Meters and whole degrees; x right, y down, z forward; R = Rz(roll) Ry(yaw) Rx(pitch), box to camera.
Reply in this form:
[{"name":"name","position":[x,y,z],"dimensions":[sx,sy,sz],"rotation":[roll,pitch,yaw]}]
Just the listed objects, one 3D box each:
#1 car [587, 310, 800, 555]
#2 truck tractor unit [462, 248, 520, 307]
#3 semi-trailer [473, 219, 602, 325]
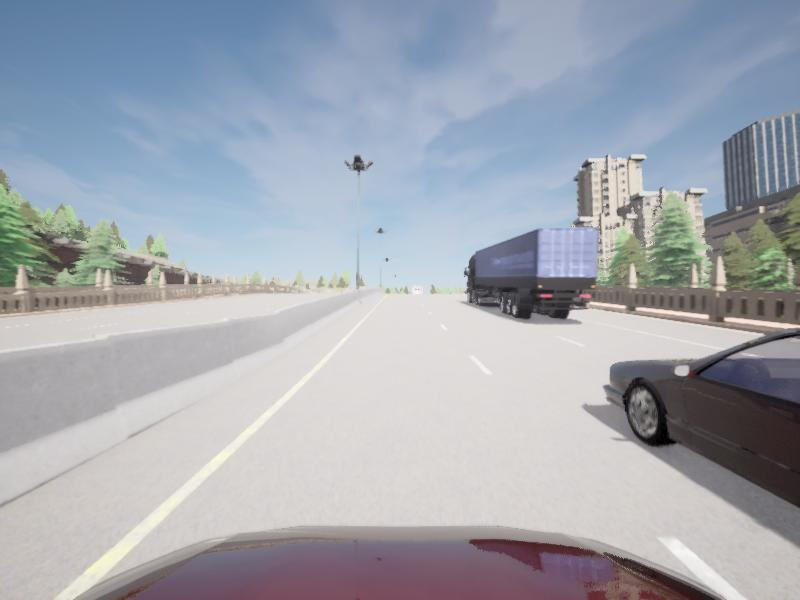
[{"name":"car","position":[3.501,0.876,2.640],"dimensions":[2.033,1.411,5.357],"rotation":[0,1,0]},{"name":"truck tractor unit","position":[7.002,-1.755,31.705],"dimensions":[3.053,4.208,6.516],"rotation":[0,3,0]},{"name":"semi-trailer","position":[7.006,-1.477,23.798],"dimensions":[2.717,4.402,14.254],"rotation":[0,3,0]}]
